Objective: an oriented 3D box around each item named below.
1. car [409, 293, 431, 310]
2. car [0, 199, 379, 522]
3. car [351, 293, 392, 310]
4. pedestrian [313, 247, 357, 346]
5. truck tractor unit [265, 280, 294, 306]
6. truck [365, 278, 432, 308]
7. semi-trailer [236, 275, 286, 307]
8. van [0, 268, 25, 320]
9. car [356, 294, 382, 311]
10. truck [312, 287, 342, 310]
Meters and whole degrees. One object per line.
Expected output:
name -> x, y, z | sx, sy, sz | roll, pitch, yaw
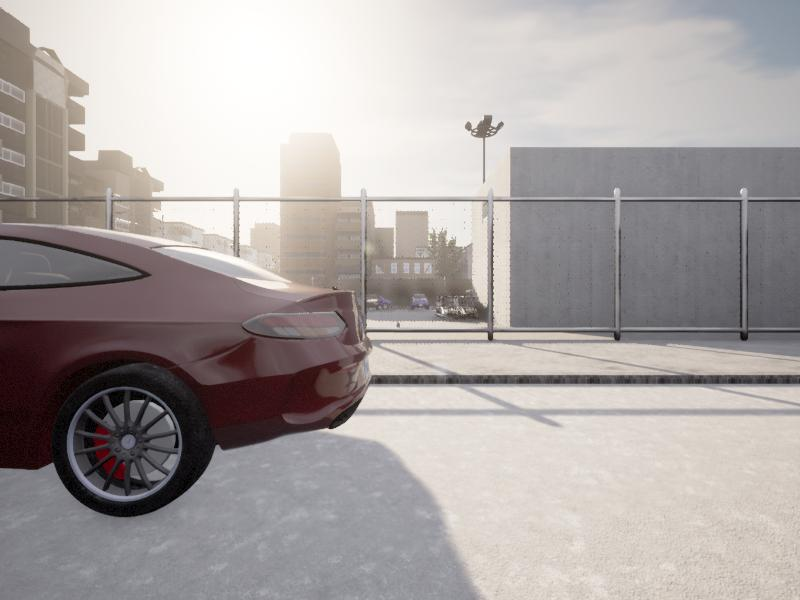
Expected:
car -> 1.852, 0.156, 37.981 | 1.845, 1.501, 3.633 | 0, 0, 0
car -> -2.524, 0.270, 2.687 | 4.674, 1.442, 1.812 | 0, 0, 0
car -> -2.600, 0.146, 37.405 | 3.705, 1.547, 1.789 | 0, 0, 0
pedestrian -> -1.261, -0.067, 7.887 | 0.751, 1.860, 0.751 | 0, 0, 0
truck tractor unit -> -20.740, -1.121, 69.035 | 3.053, 4.208, 6.516 | 0, 0, 0
truck -> -0.154, -0.921, 52.011 | 8.468, 3.827, 2.891 | 0, 0, 0
semi-trailer -> -20.728, -1.217, 61.123 | 2.717, 4.402, 14.254 | 0, 0, 0
van -> -20.660, -0.278, 18.034 | 1.988, 2.561, 5.915 | 0, 0, 0
car -> -2.827, 0.218, 37.564 | 2.033, 1.415, 5.357 | 0, 0, 0
truck -> -6.788, -0.094, 37.725 | 2.069, 2.038, 4.478 | 0, 0, 0
